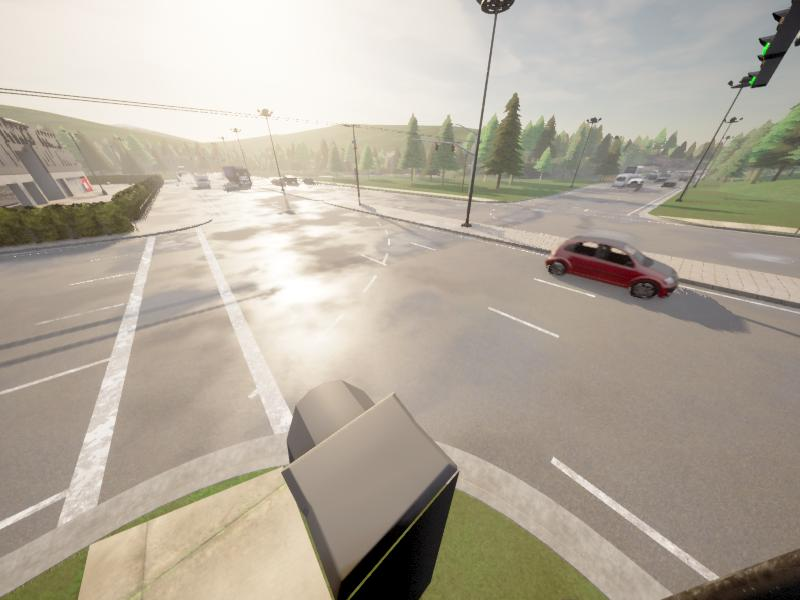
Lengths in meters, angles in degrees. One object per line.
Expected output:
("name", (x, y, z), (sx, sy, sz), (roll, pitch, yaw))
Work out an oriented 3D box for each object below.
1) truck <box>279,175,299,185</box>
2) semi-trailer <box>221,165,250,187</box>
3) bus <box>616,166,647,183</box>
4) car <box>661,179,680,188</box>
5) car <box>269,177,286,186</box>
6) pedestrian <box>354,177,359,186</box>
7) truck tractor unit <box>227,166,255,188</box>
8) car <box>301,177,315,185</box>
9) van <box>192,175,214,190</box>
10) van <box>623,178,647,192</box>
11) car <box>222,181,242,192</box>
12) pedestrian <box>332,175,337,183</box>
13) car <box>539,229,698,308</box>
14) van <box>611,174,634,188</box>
("truck", (-29.437, -31.867, 61.202), (2.390, 2.098, 6.274), (-23, 37, -34))
("semi-trailer", (-40.592, -30.668, 56.808), (2.717, 4.402, 14.254), (-23, 37, -34))
("bus", (70.799, -38.487, 70.506), (10.273, 4.253, 3.944), (-23, 37, -34))
("car", (60.957, -26.324, 52.060), (5.238, 1.638, 1.930), (-23, 37, -34))
("car", (-30.841, -29.791, 58.083), (2.152, 1.651, 5.027), (-23, 37, -34))
("pedestrian", (-10.114, -27.909, 54.232), (0.751, 1.860, 0.751), (-22, 36, -33))
("truck tractor unit", (-35.511, -27.554, 51.604), (3.053, 4.208, 6.516), (-23, 36, -33))
("car", (-24.070, -31.215, 60.564), (1.851, 1.617, 3.988), (-23, 37, -34))
("van", (-41.768, -24.986, 48.956), (2.351, 2.431, 6.366), (-23, 37, -34))
("van", (45.624, -22.374, 44.819), (4.480, 2.038, 2.069), (-23, 37, -34))
("car", (-32.087, -21.632, 44.047), (2.038, 1.542, 4.974), (-23, 37, -34))
("pedestrian", (-17.643, -32.280, 61.803), (0.751, 1.860, 0.751), (26, 39, 37))
("car", (8.164, -1.476, 9.056), (1.851, 1.617, 3.988), (-25, 38, -36))
("van", (49.998, -26.713, 51.792), (5.915, 2.561, 1.988), (-23, 37, -34))
